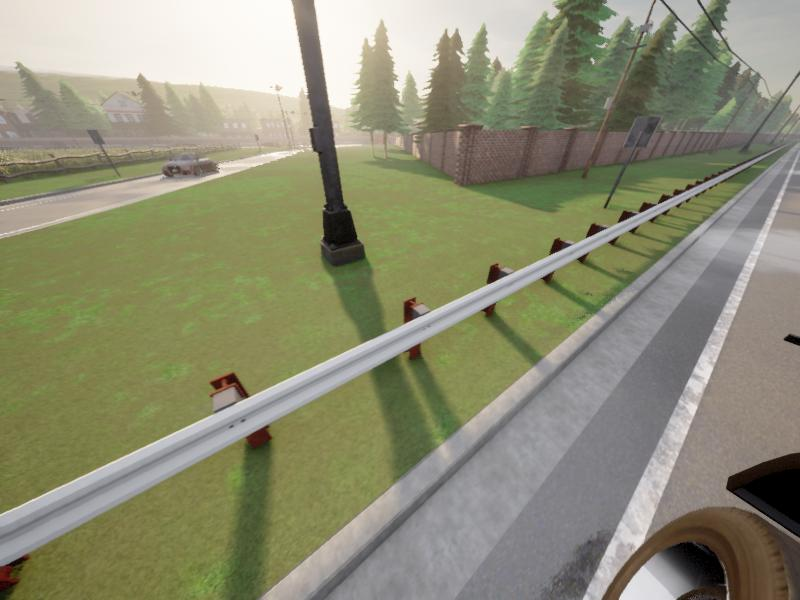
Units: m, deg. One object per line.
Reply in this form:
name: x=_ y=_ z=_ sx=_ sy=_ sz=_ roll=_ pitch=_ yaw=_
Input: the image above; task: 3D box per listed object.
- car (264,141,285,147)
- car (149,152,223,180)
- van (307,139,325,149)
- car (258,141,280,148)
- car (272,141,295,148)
car: x=-37.788 y=-46.959 z=69.455 sx=5.008 sy=1.535 sz=1.882 roll=-22 pitch=41 yaw=-28
car: x=-15.246 y=-9.860 z=16.818 sx=1.994 sy=1.385 sz=4.181 roll=-6 pitch=36 yaw=-8
van: x=-20.937 y=-39.217 z=57.921 sx=2.069 sy=2.038 sz=4.480 roll=7 pitch=35 yaw=10
car: x=-37.452 y=-44.643 z=66.168 sx=5.008 sy=1.535 sz=1.882 roll=-22 pitch=41 yaw=-28
car: x=-32.949 y=-44.016 z=65.209 sx=5.366 sy=1.575 sz=1.801 roll=-22 pitch=41 yaw=-28
